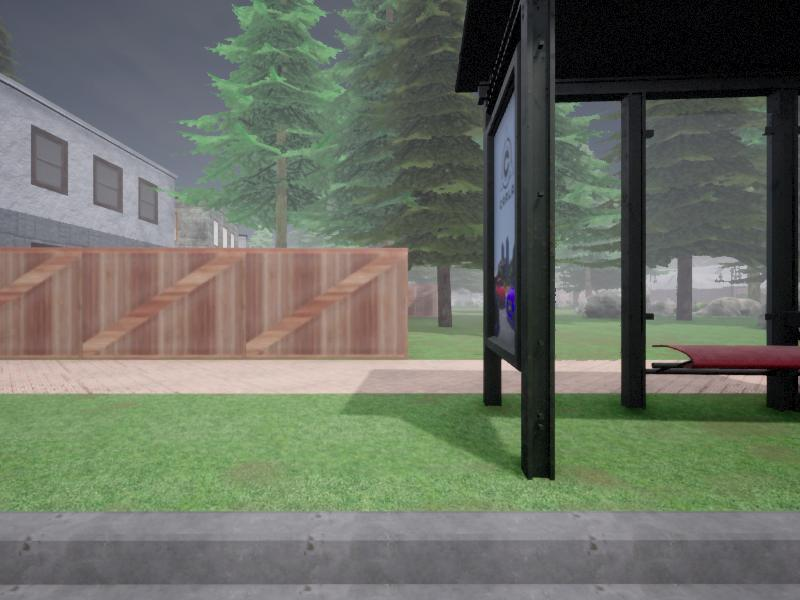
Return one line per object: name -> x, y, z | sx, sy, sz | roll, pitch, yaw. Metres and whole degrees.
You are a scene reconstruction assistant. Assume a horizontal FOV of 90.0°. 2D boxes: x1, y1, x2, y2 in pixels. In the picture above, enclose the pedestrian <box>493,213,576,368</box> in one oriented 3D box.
pedestrian -> 1.743, -0.115, 5.269 | 0.751, 1.860, 0.751 | 0, 0, -12
